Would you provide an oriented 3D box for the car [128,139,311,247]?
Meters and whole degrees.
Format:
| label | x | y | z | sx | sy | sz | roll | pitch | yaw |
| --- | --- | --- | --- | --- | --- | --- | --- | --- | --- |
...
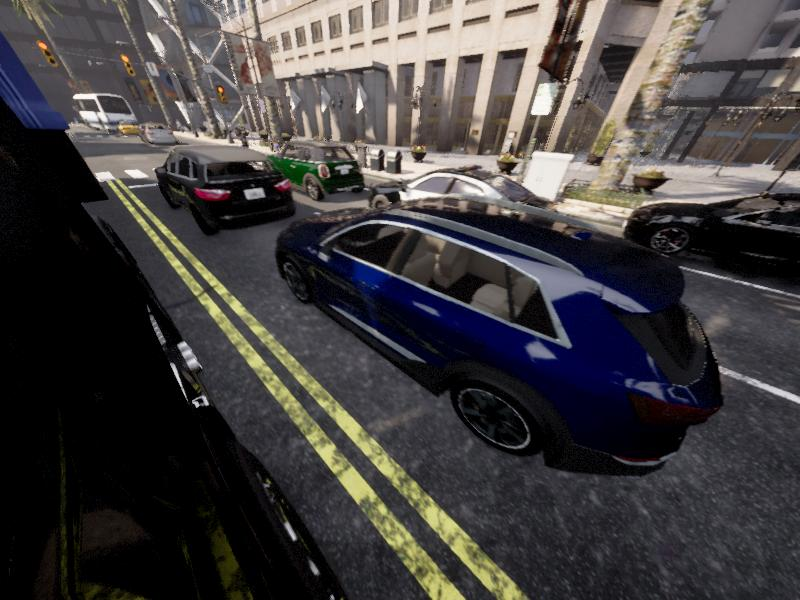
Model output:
| label | x | y | z | sx | sy | sz | roll | pitch | yaw |
| --- | --- | --- | --- | --- | --- | --- | --- | --- | --- |
| car | -4.885 | -3.226 | 6.276 | 4.611 | 1.667 | 2.242 | 28 | 44 | 30 |

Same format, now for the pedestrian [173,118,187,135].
| label | x | y | z | sx | sy | sz | roll | pitch | yaw |
| --- | --- | --- | --- | --- | --- | --- | --- | --- | --- |
| pedestrian | -31.312 | -24.720 | 32.923 | 0.751 | 1.860 | 0.751 | -24 | 44 | -31 |

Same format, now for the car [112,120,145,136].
| label | x | y | z | sx | sy | sz | roll | pitch | yaw |
| --- | --- | --- | --- | --- | --- | --- | --- | --- | --- |
| car | -35.660 | -22.610 | 30.340 | 5.366 | 1.575 | 1.801 | 29 | 44 | 31 |

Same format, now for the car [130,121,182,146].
| label | x | y | z | sx | sy | sz | roll | pitch | yaw |
| --- | --- | --- | --- | --- | --- | --- | --- | --- | --- |
| car | -23.699 | -16.198 | 22.447 | 4.611 | 1.667 | 2.242 | 29 | 44 | 30 |

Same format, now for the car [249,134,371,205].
| label | x | y | z | sx | sy | sz | roll | pitch | yaw |
| --- | --- | --- | --- | --- | --- | --- | --- | --- | --- |
| car | -3.506 | -5.280 | 9.018 | 4.553 | 1.767 | 2.097 | 29 | 44 | 30 |

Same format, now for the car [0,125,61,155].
| label | x | y | z | sx | sy | sz | roll | pitch | yaw |
| --- | --- | --- | --- | --- | --- | --- | --- | --- | --- |
| car | -24.567 | -9.755 | 13.999 | 4.181 | 1.385 | 1.994 | -1 | 37 | -5 |

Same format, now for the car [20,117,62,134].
| label | x | y | z | sx | sy | sz | roll | pitch | yaw |
| --- | --- | --- | --- | --- | --- | --- | --- | --- | --- |
| car | -42.630 | -20.721 | 27.434 | 4.792 | 1.488 | 2.163 | 26 | 43 | 28 |

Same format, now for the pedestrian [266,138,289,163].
| label | x | y | z | sx | sy | sz | roll | pitch | yaw |
| --- | --- | --- | --- | --- | --- | --- | --- | --- | --- |
| pedestrian | -8.061 | -9.849 | 15.221 | 0.751 | 1.300 | 0.751 | 22 | 41 | 24 |

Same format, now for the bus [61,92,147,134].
| label | x | y | z | sx | sy | sz | roll | pitch | yaw |
| --- | --- | --- | --- | --- | --- | --- | --- | --- | --- |
| bus | -42.735 | -26.951 | 33.467 | 10.273 | 4.253 | 3.944 | 21 | 40 | 22 |

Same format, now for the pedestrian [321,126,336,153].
| label | x | y | z | sx | sy | sz | roll | pitch | yaw |
| --- | --- | --- | --- | --- | --- | --- | --- | --- | --- |
| pedestrian | -6.329 | -14.225 | 20.481 | 0.751 | 1.860 | 0.751 | 29 | 44 | 31 |

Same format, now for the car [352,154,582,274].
| label | x | y | z | sx | sy | sz | roll | pitch | yaw |
| --- | --- | --- | --- | --- | --- | --- | --- | --- | --- |
| car | 1.250 | -2.590 | 5.941 | 4.974 | 1.542 | 2.038 | 28 | 44 | 30 |

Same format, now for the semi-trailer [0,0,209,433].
| label | x | y | z | sx | sy | sz | roll | pitch | yaw |
| --- | --- | --- | --- | --- | --- | --- | --- | --- | --- |
| semi-trailer | -9.182 | -3.224 | 3.684 | 14.254 | 4.402 | 2.717 | 22 | 40 | 24 |

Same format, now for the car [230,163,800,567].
| label | x | y | z | sx | sy | sz | roll | pitch | yaw |
| --- | --- | --- | --- | --- | --- | --- | --- | --- | --- |
| car | 0.303 | -0.390 | 2.847 | 4.856 | 1.649 | 2.033 | 29 | 44 | 30 |

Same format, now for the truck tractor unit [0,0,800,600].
| label | x | y | z | sx | sy | sz | roll | pitch | yaw |
| --- | --- | --- | --- | --- | --- | --- | --- | --- | --- |
| truck tractor unit | -2.645 | -0.295 | 0.351 | 6.516 | 4.208 | 3.053 | 28 | 44 | 30 |

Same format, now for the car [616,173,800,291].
| label | x | y | z | sx | sy | sz | roll | pitch | yaw |
| --- | --- | --- | --- | --- | --- | --- | --- | --- | --- |
| car | 7.981 | -1.420 | 4.856 | 4.792 | 1.488 | 2.163 | 28 | 43 | 30 |

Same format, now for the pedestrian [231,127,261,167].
| label | x | y | z | sx | sy | sz | roll | pitch | yaw |
| --- | --- | --- | --- | --- | --- | --- | --- | --- | --- |
| pedestrian | -8.735 | -8.663 | 13.117 | 0.751 | 1.860 | 0.751 | -27 | 46 | -33 |
